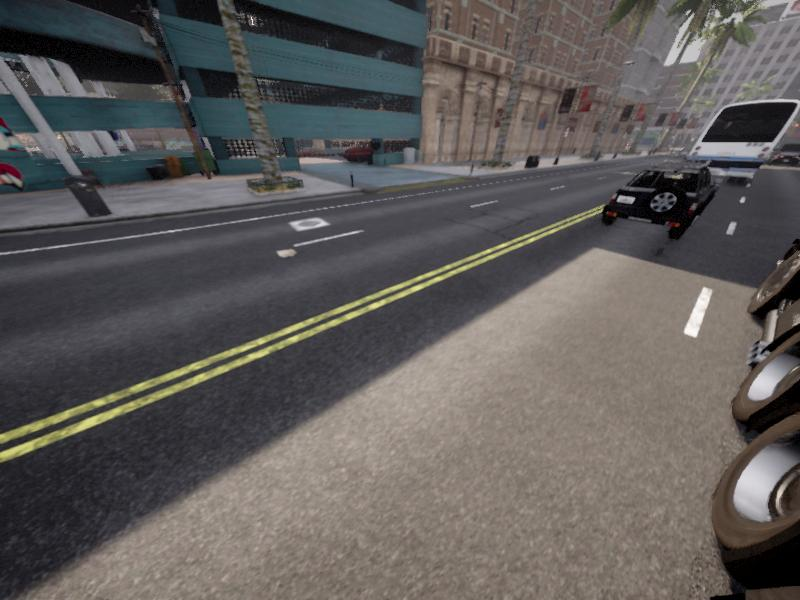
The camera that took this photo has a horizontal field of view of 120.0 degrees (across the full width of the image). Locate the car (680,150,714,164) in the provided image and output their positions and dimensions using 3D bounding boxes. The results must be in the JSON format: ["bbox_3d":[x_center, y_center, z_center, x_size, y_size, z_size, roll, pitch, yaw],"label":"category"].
[{"bbox_3d":[39.382,-18.987,30.619,4.181,1.385,1.994,-23,41,-30],"label":"car"}]

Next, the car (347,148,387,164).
[{"bbox_3d":[-4.041,-18.046,28.878,4.514,1.523,2.007,-23,41,-30],"label":"car"}]

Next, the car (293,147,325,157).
[{"bbox_3d":[-15.961,-26.050,40.576,4.718,1.301,1.895,-23,41,-30],"label":"car"}]

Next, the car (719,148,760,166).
[{"bbox_3d":[42.009,-17.738,28.582,5.027,1.651,2.152,-23,41,-30],"label":"car"}]

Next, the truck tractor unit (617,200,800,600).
[{"bbox_3d":[4.994,-0.400,0.939,6.516,4.208,3.053,-22,40,-29],"label":"truck tractor unit"}]

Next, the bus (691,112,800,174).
[{"bbox_3d":[34.012,-15.451,22.908,10.273,4.253,3.944,-23,41,-30],"label":"bus"}]

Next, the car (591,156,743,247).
[{"bbox_3d":[8.521,-3.397,7.383,4.605,1.855,1.932,-23,41,-30],"label":"car"}]

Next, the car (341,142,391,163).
[{"bbox_3d":[-4.087,-18.349,28.627,5.566,2.045,2.435,-23,41,-30],"label":"car"}]

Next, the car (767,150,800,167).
[{"bbox_3d":[45.549,-16.724,27.196,4.974,1.542,2.038,-23,41,-30],"label":"car"}]

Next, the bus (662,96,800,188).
[{"bbox_3d":[23.978,-11.119,16.573,10.273,4.253,3.944,-23,41,-30],"label":"bus"}]
